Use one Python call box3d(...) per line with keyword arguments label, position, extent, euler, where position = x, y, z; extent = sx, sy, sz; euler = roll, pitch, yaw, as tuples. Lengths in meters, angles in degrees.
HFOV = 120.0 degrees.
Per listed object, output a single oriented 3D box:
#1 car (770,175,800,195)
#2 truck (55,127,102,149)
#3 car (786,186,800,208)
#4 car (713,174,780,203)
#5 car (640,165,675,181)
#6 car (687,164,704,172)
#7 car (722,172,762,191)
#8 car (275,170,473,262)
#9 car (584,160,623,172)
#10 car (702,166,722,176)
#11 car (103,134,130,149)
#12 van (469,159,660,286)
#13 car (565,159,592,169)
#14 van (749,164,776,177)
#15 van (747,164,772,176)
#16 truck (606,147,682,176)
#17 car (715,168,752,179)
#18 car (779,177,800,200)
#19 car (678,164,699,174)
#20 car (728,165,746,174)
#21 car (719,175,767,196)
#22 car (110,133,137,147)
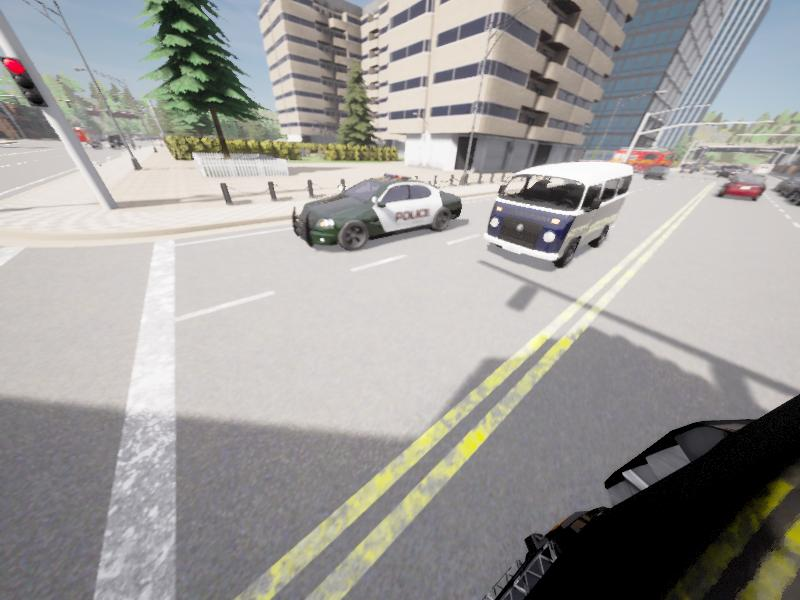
box3d(label="car", position=(39.187, -11.400, 22.890), extent=(5.357, 1.411, 2.033), euler=(-22, 41, -33))
box3d(label="truck", position=(-48.352, -24.454, 34.936), extent=(2.627, 2.467, 5.204), euler=(-22, 41, -33))
box3d(label="car", position=(28.482, -7.087, 15.435), extent=(5.008, 1.535, 1.882), euler=(-22, 41, -33))
box3d(label="car", position=(26.147, -8.590, 17.576), extent=(4.792, 1.488, 2.163), euler=(-22, 41, -33))
box3d(label="car", position=(33.615, -16.610, 30.101), extent=(5.238, 1.638, 1.930), euler=(-22, 41, -32))
box3d(label="car", position=(77.371, -34.535, 60.481), extent=(4.856, 1.649, 2.033), euler=(-22, 41, -33))
box3d(label="car", position=(36.540, -12.823, 24.789), extent=(4.674, 1.442, 1.812), euler=(-22, 41, -33))
box3d(label="car", position=(-0.452, -2.716, 6.640), extent=(4.974, 1.542, 2.038), euler=(-22, 41, -32))
box3d(label="car", position=(37.638, -24.876, 42.875), extent=(2.038, 1.542, 4.974), euler=(-21, 41, -31))
box3d(label="car", position=(67.046, -27.794, 49.627), extent=(3.988, 1.617, 1.851), euler=(-22, 41, -33))
box3d(label="car", position=(-47.075, -26.372, 38.454), extent=(1.905, 1.878, 3.866), euler=(-22, 41, -33))
box3d(label="van", position=(4.224, -2.351, 5.963), extent=(4.480, 2.038, 2.069), euler=(-24, 42, -32))
box3d(label="car", position=(37.154, -28.311, 48.133), extent=(1.970, 1.475, 3.806), euler=(-23, 41, -33))
box3d(label="van", position=(84.645, -30.391, 54.067), extent=(6.366, 2.431, 2.351), euler=(-22, 41, -33))
box3d(label="van", position=(92.063, -33.421, 59.204), extent=(6.366, 2.431, 2.351), euler=(-22, 41, -33))
box3d(label="truck", position=(43.428, -25.067, 41.561), extent=(8.468, 3.827, 2.891), euler=(30, 43, 34))
box3d(label="car", position=(58.208, -22.134, 40.358), extent=(4.974, 1.542, 2.038), euler=(-11, 36, -20))
box3d(label="car", position=(33.525, -9.112, 18.960), extent=(4.674, 1.442, 1.812), euler=(-22, 41, -33))
box3d(label="car", position=(63.501, -28.871, 50.876), extent=(4.856, 1.649, 2.033), euler=(-22, 41, -33))
box3d(label="car", position=(88.185, -34.088, 60.424), extent=(4.605, 1.855, 1.932), euler=(-22, 41, -33))
box3d(label="car", position=(31.109, -10.540, 21.064), extent=(4.718, 1.301, 1.895), euler=(-22, 41, -33))
box3d(label="car", position=(-52.705, -30.536, 44.172), extent=(2.150, 2.045, 5.566), euler=(-22, 41, -33))
